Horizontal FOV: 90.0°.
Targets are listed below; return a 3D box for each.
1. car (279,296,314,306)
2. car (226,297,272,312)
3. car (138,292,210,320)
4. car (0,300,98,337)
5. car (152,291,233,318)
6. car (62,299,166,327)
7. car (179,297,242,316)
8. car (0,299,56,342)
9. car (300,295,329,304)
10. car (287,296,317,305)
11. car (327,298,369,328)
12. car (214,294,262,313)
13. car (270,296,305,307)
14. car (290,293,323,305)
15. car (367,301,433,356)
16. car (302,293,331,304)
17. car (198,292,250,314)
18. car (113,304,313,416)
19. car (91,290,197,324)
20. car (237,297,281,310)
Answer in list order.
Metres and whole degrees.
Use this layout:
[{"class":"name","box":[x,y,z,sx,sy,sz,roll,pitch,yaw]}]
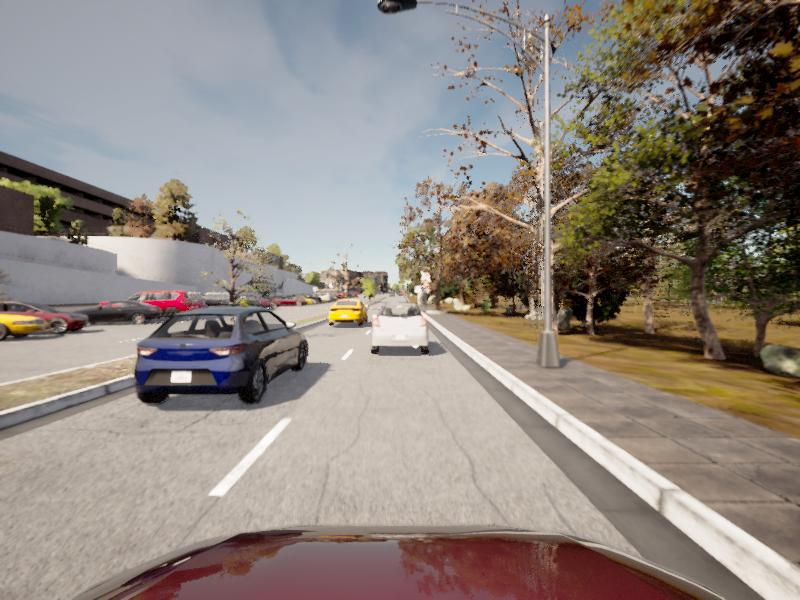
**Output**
[{"class":"car","box":[-17.019,0.128,65.721,5.366,1.575,1.946,-1,1,-20]},{"class":"car","box":[-16.853,0.461,44.776,4.674,1.452,2.002,-1,1,-20]},{"class":"car","box":[-16.760,0.399,29.905,4.442,1.987,1.878,-1,1,-20]},{"class":"car","box":[-16.843,0.794,17.937,4.792,1.488,2.163,-1,0,-20]},{"class":"car","box":[-16.842,0.334,32.857,5.566,2.045,2.435,-1,1,-20]},{"class":"car","box":[-16.864,0.742,23.894,4.674,1.452,2.002,-1,1,-20]},{"class":"car","box":[-16.856,0.546,35.829,4.892,1.521,2.231,-1,1,-20]},{"class":"car","box":[-16.700,0.783,15.010,5.366,1.575,1.946,-1,0,-20]},{"class":"car","box":[-16.669,-0.094,77.866,5.366,1.575,1.946,-1,1,-20]},{"class":"car","box":[-16.850,0.120,68.795,4.674,1.452,2.002,-1,1,-20]},{"class":"car","box":[-3.004,0.685,24.040,1.882,1.535,5.008,0,1,0]},{"class":"car","box":[-16.831,0.336,41.801,4.553,1.767,2.185,-1,1,-20]},{"class":"car","box":[-16.824,0.243,59.799,4.792,1.488,2.163,-1,1,-20]},{"class":"car","box":[-16.821,-0.219,71.809,5.566,2.045,2.435,-1,1,-20]},{"class":"car","box":[-0.001,0.792,12.898,1.845,1.501,3.633,0,0,0]},{"class":"car","box":[-16.868,-0.403,80.787,5.566,2.045,2.435,-1,2,-20]},{"class":"car","box":[-16.972,0.280,38.765,4.442,1.987,1.878,-1,1,-20]},{"class":"car","box":[-3.001,0.844,7.554,1.816,1.474,4.193,0,0,0]},{"class":"car","box":[-16.896,0.416,26.862,5.566,2.045,2.435,-1,1,-20]},{"class":"car","box":[-16.830,0.408,47.794,4.792,1.488,2.163,-1,1,-20]}]
